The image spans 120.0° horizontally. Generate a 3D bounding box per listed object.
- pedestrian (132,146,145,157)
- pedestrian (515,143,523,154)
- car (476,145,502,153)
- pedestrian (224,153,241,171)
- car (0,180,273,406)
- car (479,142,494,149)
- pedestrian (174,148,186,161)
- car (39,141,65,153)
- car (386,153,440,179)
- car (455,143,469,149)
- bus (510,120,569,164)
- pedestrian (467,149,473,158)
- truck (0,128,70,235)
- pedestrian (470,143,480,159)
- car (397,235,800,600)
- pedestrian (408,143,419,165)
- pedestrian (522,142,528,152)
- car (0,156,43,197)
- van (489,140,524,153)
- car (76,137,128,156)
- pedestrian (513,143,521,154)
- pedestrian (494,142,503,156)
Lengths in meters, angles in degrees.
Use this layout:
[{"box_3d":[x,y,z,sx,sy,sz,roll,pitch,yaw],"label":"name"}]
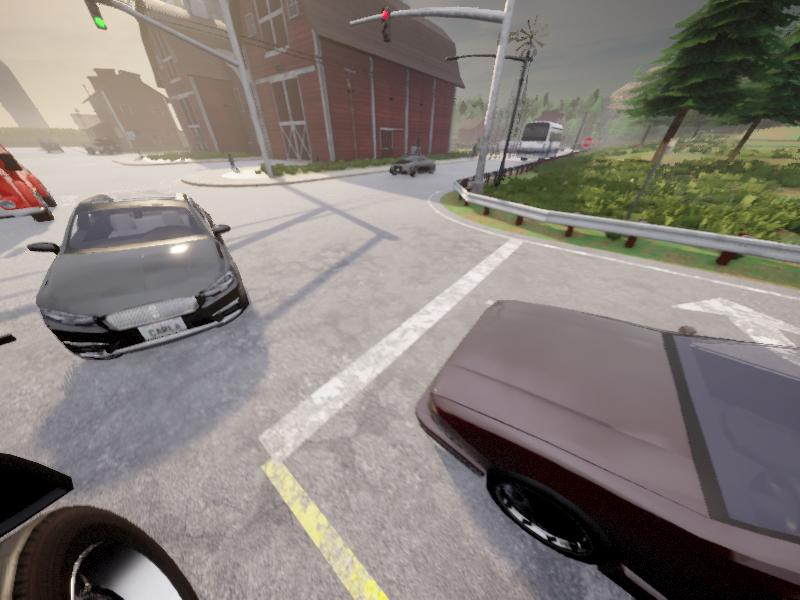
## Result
[{"box_3d":[-31.656,-17.955,27.982,0.500,1.100,0.500,5,35,6],"label":"pedestrian"},{"box_3d":[24.919,-31.659,48.282,0.751,1.860,0.751,-11,37,-17],"label":"pedestrian"},{"box_3d":[19.885,-33.770,51.618,4.792,1.488,2.163,24,41,29],"label":"car"},{"box_3d":[-12.229,-10.067,16.857,0.500,1.100,0.500,7,35,9],"label":"pedestrian"},{"box_3d":[-4.258,-0.983,4.059,2.128,1.511,4.902,-21,40,-35],"label":"car"},{"box_3d":[28.192,-50.602,75.619,3.866,1.878,1.905,-4,35,-6],"label":"car"},{"box_3d":[-22.076,-14.608,23.201,0.500,1.100,0.500,-24,42,-31],"label":"pedestrian"},{"box_3d":[-58.449,-25.754,38.796,3.705,1.549,1.789,24,41,30],"label":"car"},{"box_3d":[1.092,-10.485,17.934,1.994,1.385,4.181,25,41,30],"label":"car"},{"box_3d":[20.857,-51.878,77.683,4.193,1.474,1.816,18,38,23],"label":"car"},{"box_3d":[19.356,-21.643,31.735,3.944,4.253,10.273,25,41,30],"label":"bus"},{"box_3d":[9.967,-20.755,32.768,0.500,1.100,0.500,27,43,32],"label":"pedestrian"},{"box_3d":[-13.262,-3.723,6.987,5.204,2.467,2.627,24,41,29],"label":"truck"},{"box_3d":[10.497,-20.866,32.269,0.751,1.860,0.751,28,43,34],"label":"pedestrian"},{"box_3d":[2.728,1.246,1.010,5.357,1.411,2.033,24,41,30],"label":"car"},{"box_3d":[1.353,-14.779,23.375,0.751,1.860,0.751,24,41,30],"label":"pedestrian"},{"box_3d":[28.773,-35.237,53.220,0.751,1.860,0.751,9,36,12],"label":"pedestrian"},{"box_3d":[-19.470,-6.012,11.142,4.181,1.385,1.994,24,41,30],"label":"car"},{"box_3d":[24.022,-34.914,52.497,6.366,2.431,2.351,26,42,31],"label":"van"},{"box_3d":[-42.581,-22.020,33.091,3.866,1.878,1.905,-4,41,-3],"label":"car"},{"box_3d":[23.619,-30.626,46.776,0.751,1.860,0.751,-25,42,-32],"label":"pedestrian"},{"box_3d":[16.838,-25.925,39.644,0.751,1.860,0.751,-29,44,-35],"label":"pedestrian"}]
